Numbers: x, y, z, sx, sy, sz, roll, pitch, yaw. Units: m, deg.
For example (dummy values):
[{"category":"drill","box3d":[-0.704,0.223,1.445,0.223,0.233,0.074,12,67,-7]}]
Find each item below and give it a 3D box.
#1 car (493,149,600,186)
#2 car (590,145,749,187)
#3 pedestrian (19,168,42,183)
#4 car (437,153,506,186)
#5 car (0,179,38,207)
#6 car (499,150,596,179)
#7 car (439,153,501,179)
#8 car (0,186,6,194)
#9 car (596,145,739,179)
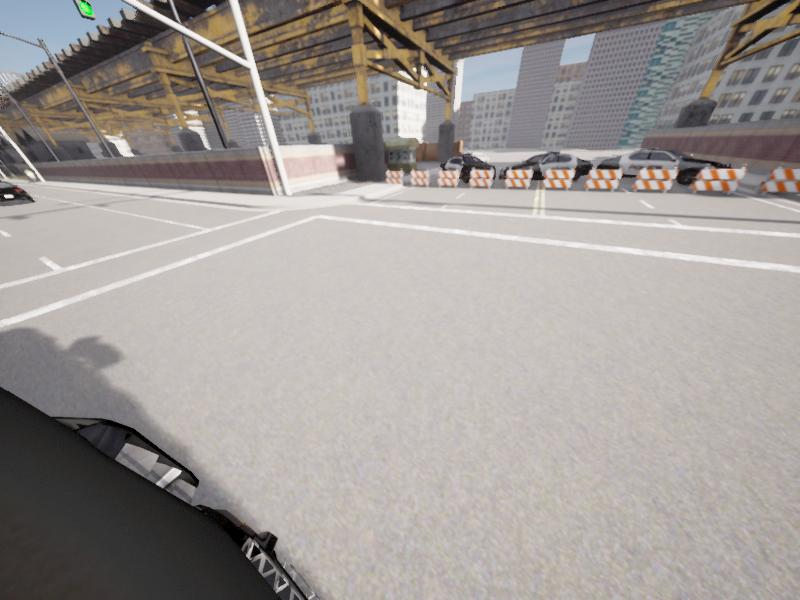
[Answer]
[{"category":"car","box3d":[8.616,-8.030,13.935,4.974,1.542,2.038,-7,34,-5]},{"category":"car","box3d":[13.708,-7.189,12.262,2.038,1.542,4.974,-22,38,-26]},{"category":"pedestrian","box3d":[-52.611,-17.749,32.907,0.751,1.860,0.751,12,36,22]},{"category":"car","box3d":[4.562,-9.087,15.852,2.038,1.542,4.974,-12,35,-14]},{"category":"car","box3d":[-28.527,-7.696,16.531,4.674,1.442,1.812,15,37,25]},{"category":"car","box3d":[8.661,-8.167,13.853,4.536,1.218,1.853,-7,34,-5]},{"category":"car","box3d":[4.538,-9.245,15.807,1.853,1.218,4.536,-12,35,-14]},{"category":"car","box3d":[-42.697,-11.516,23.205,4.611,1.667,2.242,14,37,25]},{"category":"car","box3d":[13.672,-7.343,12.212,1.853,1.218,4.536,-22,38,-26]}]
